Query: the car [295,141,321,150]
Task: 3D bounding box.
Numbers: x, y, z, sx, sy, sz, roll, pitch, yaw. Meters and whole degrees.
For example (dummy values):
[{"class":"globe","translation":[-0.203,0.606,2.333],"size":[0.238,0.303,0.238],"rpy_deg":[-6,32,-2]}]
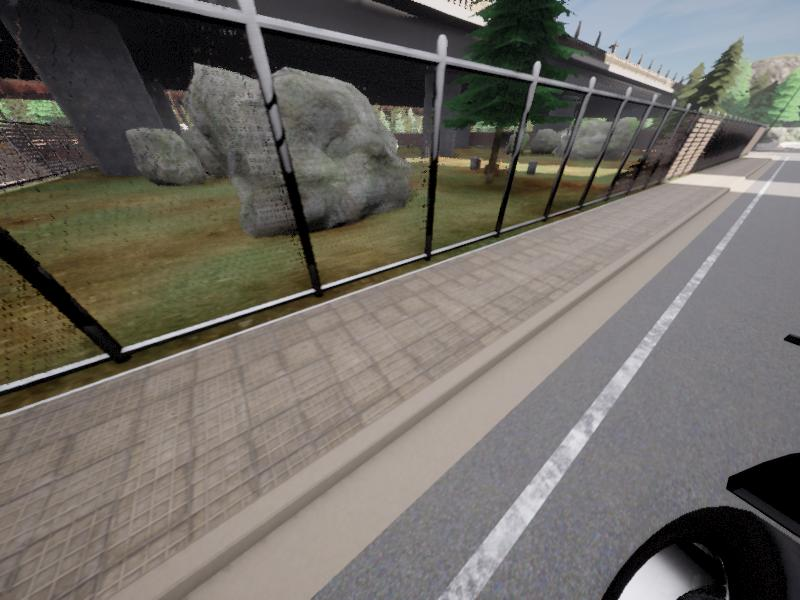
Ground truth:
[{"class":"car","translation":[-22.313,-37.649,56.180],"size":[5.238,1.638,1.930],"rpy_deg":[-22,41,-28]}]
